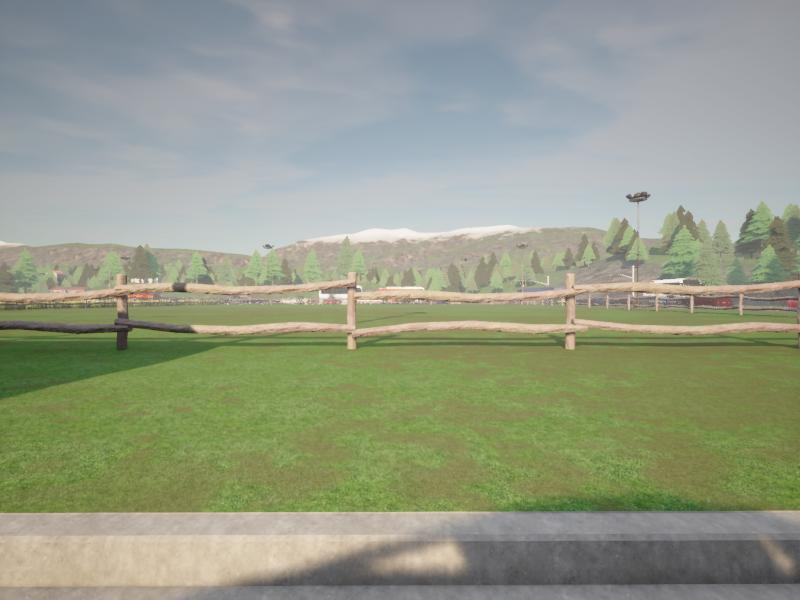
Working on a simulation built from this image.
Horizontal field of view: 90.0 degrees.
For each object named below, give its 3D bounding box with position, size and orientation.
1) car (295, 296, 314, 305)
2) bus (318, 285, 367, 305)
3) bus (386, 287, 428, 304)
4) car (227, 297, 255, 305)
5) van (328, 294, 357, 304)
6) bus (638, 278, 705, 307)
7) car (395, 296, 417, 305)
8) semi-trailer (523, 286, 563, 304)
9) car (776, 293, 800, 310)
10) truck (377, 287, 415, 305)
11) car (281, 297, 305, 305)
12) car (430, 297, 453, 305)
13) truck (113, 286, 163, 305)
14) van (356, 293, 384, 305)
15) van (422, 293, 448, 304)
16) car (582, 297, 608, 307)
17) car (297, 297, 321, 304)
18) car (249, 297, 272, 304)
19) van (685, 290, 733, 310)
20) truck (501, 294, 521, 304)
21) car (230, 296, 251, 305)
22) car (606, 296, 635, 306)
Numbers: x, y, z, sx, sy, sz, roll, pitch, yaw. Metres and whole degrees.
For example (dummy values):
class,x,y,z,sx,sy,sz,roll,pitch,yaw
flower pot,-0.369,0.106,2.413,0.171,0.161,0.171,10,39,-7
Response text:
class,x,y,z,sx,sy,sz,roll,pitch,yaw
car,-21.060,0.046,88.317,3.866,1.878,1.905,0,0,-1
bus,-12.581,-1.134,88.525,10.273,4.253,3.944,0,0,-1
bus,1.668,-1.134,99.170,10.273,4.253,3.944,0,0,-1
car,-33.622,0.171,84.690,5.238,1.638,1.930,0,0,-1
van,-13.197,-0.222,91.895,6.366,2.431,2.351,0,0,-1
bus,43.733,-1.135,65.120,3.944,4.253,10.273,0,0,0
car,1.316,0.052,85.044,4.605,1.855,1.932,0,0,-1
semi-trailer,36.426,-1.221,102.804,2.717,4.402,14.254,0,0,-12
car,40.321,0.150,39.345,2.242,1.667,4.611,0,-1,0
truck,-0.890,-0.921,88.518,8.468,3.827,2.891,0,0,-1
car,-22.644,0.156,84.803,4.611,1.667,2.242,0,0,-1
car,8.735,0.156,85.122,4.611,1.667,2.242,0,0,-1
truck,-55.216,-0.925,84.466,8.468,3.827,2.891,0,0,-1
van,-6.367,-0.277,84.962,5.915,2.561,1.988,0,0,-1
van,8.074,-0.278,92.113,5.915,2.561,1.988,0,0,0
car,29.853,0.307,61.438,1.994,1.385,4.181,0,0,0
car,-20.887,0.171,91.819,5.238,1.638,1.930,0,0,-1
car,-33.218,0.224,95.195,4.611,1.667,2.242,0,0,-1
van,33.325,-0.002,43.290,1.775,1.987,4.442,0,0,0
truck,27.010,-0.244,97.416,2.627,2.467,5.204,0,0,-11
car,-35.148,0.056,88.174,3.866,1.878,1.905,0,0,-1
car,36.849,0.156,66.990,2.242,1.667,4.611,0,0,0
